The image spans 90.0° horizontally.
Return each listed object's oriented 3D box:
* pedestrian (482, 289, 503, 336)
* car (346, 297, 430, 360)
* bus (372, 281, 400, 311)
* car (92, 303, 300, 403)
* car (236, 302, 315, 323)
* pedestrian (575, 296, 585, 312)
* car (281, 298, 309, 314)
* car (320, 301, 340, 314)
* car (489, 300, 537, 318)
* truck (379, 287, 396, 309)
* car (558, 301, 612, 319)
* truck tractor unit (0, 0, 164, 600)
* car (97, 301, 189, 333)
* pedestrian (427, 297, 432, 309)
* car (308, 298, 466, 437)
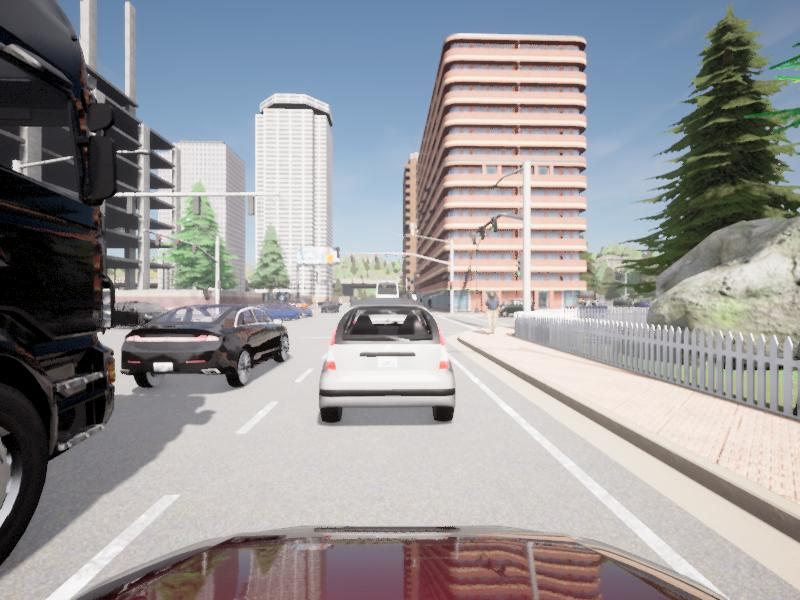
[{"bbox_3d":[3.704,0.482,16.118,0.751,1.860,0.751,0,0,8],"label":"pedestrian"},{"bbox_3d":[-0.383,0.754,12.936,2.242,1.667,4.611,0,0,-2],"label":"car"},{"bbox_3d":[-2.067,-0.542,61.354,3.944,4.253,10.273,0,0,-2],"label":"bus"},{"bbox_3d":[-3.774,0.835,8.674,2.128,1.511,4.902,0,0,-2],"label":"car"},{"bbox_3d":[-9.349,0.882,30.312,5.357,1.411,2.033,0,0,-41],"label":"car"},{"bbox_3d":[20.633,0.423,45.954,0.751,1.860,0.751,0,0,-23],"label":"pedestrian"},{"bbox_3d":[-11.956,0.687,45.747,2.097,1.767,4.553,0,0,-2],"label":"car"},{"bbox_3d":[-8.566,0.837,49.348,1.837,1.490,4.892,0,0,-2],"label":"car"},{"bbox_3d":[10.037,0.754,35.522,3.705,1.549,1.789,0,0,-14],"label":"car"},{"bbox_3d":[-2.345,-0.336,74.065,2.891,3.827,8.468,0,0,-2],"label":"truck"},{"bbox_3d":[15.441,0.793,33.417,3.806,1.475,1.970,0,0,-22],"label":"car"},{"bbox_3d":[-3.406,-0.516,0.104,3.053,4.208,6.516,0,0,-3],"label":"truck tractor unit"},{"bbox_3d":[-13.630,0.824,21.187,4.792,1.488,2.163,0,0,30],"label":"car"},{"bbox_3d":[4.440,0.476,60.352,0.751,1.860,0.751,0,0,-1],"label":"pedestrian"},{"bbox_3d":[-0.207,0.787,6.686,1.851,1.617,3.988,0,0,-2],"label":"car"}]
